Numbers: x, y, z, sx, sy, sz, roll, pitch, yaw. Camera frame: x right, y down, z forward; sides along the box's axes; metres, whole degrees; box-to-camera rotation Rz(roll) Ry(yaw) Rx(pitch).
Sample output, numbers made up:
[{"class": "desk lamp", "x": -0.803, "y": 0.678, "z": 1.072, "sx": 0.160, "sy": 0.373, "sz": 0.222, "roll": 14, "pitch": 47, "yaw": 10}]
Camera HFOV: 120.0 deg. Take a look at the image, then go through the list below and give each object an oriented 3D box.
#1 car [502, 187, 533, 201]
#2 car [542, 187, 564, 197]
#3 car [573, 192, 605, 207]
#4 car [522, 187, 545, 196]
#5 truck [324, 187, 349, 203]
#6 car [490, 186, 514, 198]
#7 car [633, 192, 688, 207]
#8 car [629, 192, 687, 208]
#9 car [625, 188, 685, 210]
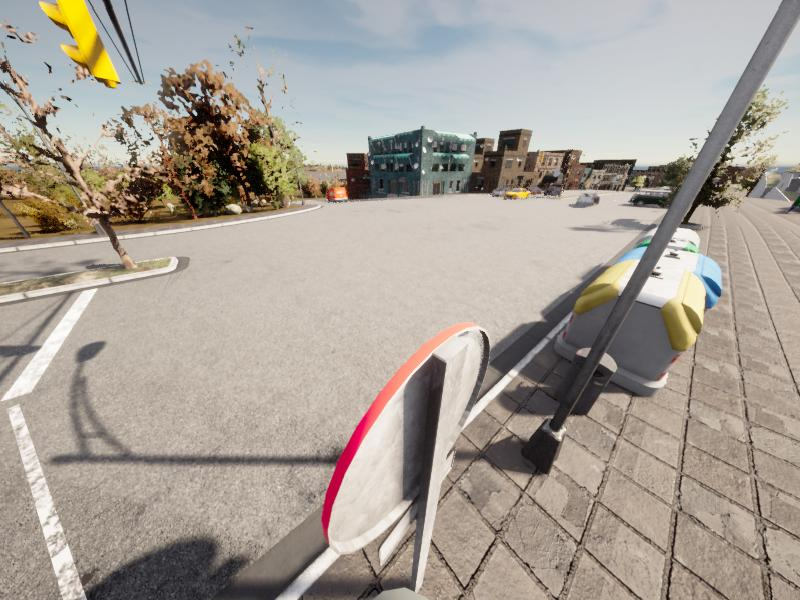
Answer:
[{"class": "car", "x": 17.542, "y": -15.792, "z": 34.363, "sx": 5.008, "sy": 1.535, "sz": 1.882, "roll": -21, "pitch": 36, "yaw": -35}, {"class": "car", "x": 27.900, "y": -19.724, "z": 42.135, "sx": 4.193, "sy": 1.474, "sz": 1.816, "roll": -21, "pitch": 36, "yaw": -35}, {"class": "car", "x": 23.473, "y": -12.503, "z": 28.658, "sx": 3.633, "sy": 1.501, "sz": 1.845, "roll": -21, "pitch": 36, "yaw": -35}, {"class": "car", "x": 25.289, "y": -20.570, "z": 43.640, "sx": 4.181, "sy": 1.385, "sz": 1.994, "roll": -21, "pitch": 36, "yaw": -35}, {"class": "truck", "x": -12.454, "y": -20.318, "z": 44.889, "sx": 2.627, "sy": 2.467, "sz": 5.204, "roll": -20, "pitch": 29, "yaw": -30}, {"class": "car", "x": 16.258, "y": -17.187, "z": 36.831, "sx": 3.633, "sy": 1.501, "sz": 1.845, "roll": -21, "pitch": 36, "yaw": -35}, {"class": "car", "x": 36.754, "y": -14.328, "z": 32.812, "sx": 4.674, "sy": 1.452, "sz": 2.002, "roll": 17, "pitch": 33, "yaw": 25}, {"class": "car", "x": 34.472, "y": -13.468, "z": 31.109, "sx": 4.674, "sy": 1.452, "sz": 2.002, "roll": 17, "pitch": 32, "yaw": 25}, {"class": "car", "x": 32.099, "y": -12.864, "z": 29.311, "sx": 4.442, "sy": 1.987, "sz": 1.878, "roll": 17, "pitch": 33, "yaw": 25}]
